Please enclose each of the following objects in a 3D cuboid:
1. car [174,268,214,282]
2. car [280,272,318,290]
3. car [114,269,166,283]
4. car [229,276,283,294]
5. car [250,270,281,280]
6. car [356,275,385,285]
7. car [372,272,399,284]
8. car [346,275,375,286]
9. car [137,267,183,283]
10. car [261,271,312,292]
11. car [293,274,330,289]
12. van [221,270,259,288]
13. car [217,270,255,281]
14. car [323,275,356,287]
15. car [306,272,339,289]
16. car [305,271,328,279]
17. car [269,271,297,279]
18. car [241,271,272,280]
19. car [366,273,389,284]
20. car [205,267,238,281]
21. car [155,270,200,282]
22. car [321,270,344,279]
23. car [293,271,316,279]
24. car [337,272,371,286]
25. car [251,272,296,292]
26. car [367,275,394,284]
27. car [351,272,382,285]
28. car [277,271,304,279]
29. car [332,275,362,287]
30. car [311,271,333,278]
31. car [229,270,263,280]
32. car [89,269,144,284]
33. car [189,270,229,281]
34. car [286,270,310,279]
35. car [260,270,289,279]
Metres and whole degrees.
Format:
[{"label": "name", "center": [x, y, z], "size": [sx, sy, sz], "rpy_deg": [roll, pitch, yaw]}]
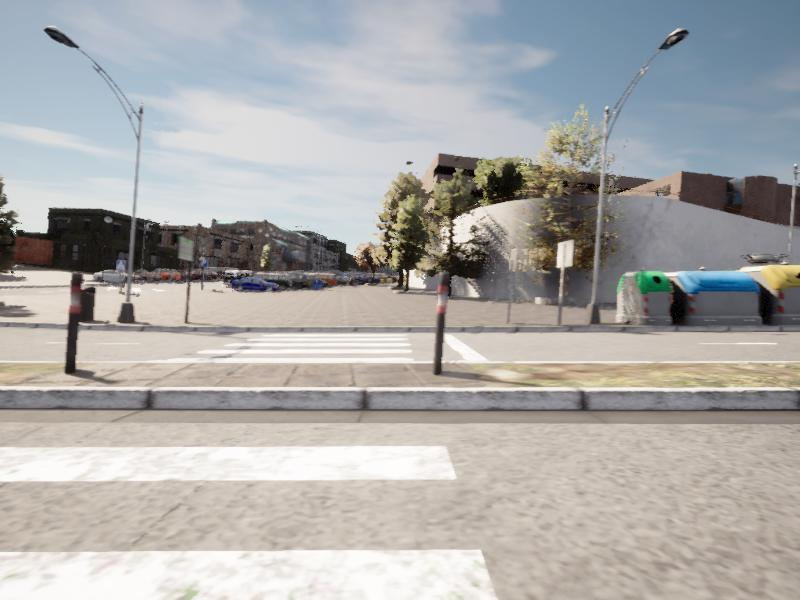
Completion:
[{"label": "car", "center": [-29.233, -3.616, 56.973], "size": [4.553, 1.767, 2.185], "rpy_deg": [2, 5, -6]}, {"label": "car", "center": [-12.963, -2.442, 51.529], "size": [4.442, 1.987, 1.878], "rpy_deg": [3, 5, -4]}, {"label": "car", "center": [-31.448, -2.889, 48.440], "size": [4.792, 1.488, 2.163], "rpy_deg": [2, 4, -6]}, {"label": "car", "center": [-15.403, -1.647, 42.949], "size": [5.008, 1.535, 2.097], "rpy_deg": [3, 5, -4]}, {"label": "car", "center": [-24.823, -4.633, 74.015], "size": [5.008, 1.535, 2.097], "rpy_deg": [2, 4, -5]}, {"label": "car", "center": [-5.682, -3.945, 77.517], "size": [5.366, 1.575, 1.946], "rpy_deg": [3, 5, -5]}, {"label": "car", "center": [-3.134, -4.743, 86.182], "size": [5.566, 2.045, 2.435], "rpy_deg": [3, 4, -5]}, {"label": "car", "center": [-7.060, -3.544, 71.756], "size": [4.892, 1.521, 2.231], "rpy_deg": [3, 5, -5]}, {"label": "car", "center": [-30.706, -3.234, 51.273], "size": [4.553, 1.767, 2.185], "rpy_deg": [2, 5, -6]}, {"label": "car", "center": [-13.720, -2.274, 48.661], "size": [5.566, 2.045, 2.435], "rpy_deg": [3, 5, -4]}, {"label": "car", "center": [-12.038, -2.527, 54.425], "size": [4.553, 1.767, 2.185], "rpy_deg": [3, 5, -4]}, {"label": "van", "center": [-19.729, -2.665, 49.561], "size": [2.069, 2.038, 4.480], "rpy_deg": [4, 5, 15]}, {"label": "car", "center": [-26.864, -4.061, 65.529], "size": [5.366, 1.575, 1.946], "rpy_deg": [2, 4, -5]}, {"label": "car", "center": [-9.493, -2.967, 63.070], "size": [4.892, 1.521, 2.231], "rpy_deg": [3, 5, -4]}, {"label": "car", "center": [-11.041, -2.808, 57.305], "size": [4.442, 1.987, 1.878], "rpy_deg": [3, 5, -4]}, {"label": "car", "center": [-19.519, -5.914, 93.821], "size": [5.008, 1.535, 2.097], "rpy_deg": [2, 4, -5]}, {"label": "car", "center": [-23.307, -5.008, 79.671], "size": [4.892, 1.521, 2.231], "rpy_deg": [2, 5, -5]}, {"label": "car", "center": [-25.534, -4.412, 71.184], "size": [4.792, 1.488, 2.163], "rpy_deg": [2, 4, -5]}, {"label": "car", "center": [-4.595, -4.342, 80.419], "size": [4.442, 1.987, 1.878], "rpy_deg": [3, 4, -5]}, {"label": "car", "center": [-27.899, -4.102, 62.647], "size": [4.442, 1.987, 1.878], "rpy_deg": [2, 5, -5]}, {"label": "car", "center": [-30.036, -3.273, 54.131], "size": [4.792, 1.488, 2.163], "rpy_deg": [2, 5, -6]}, {"label": "car", "center": [-17.248, -6.638, 102.281], "size": [5.566, 2.045, 2.435], "rpy_deg": [2, 4, -5]}, {"label": "car", "center": [-21.052, -5.528, 88.174], "size": [4.674, 1.452, 2.002], "rpy_deg": [2, 4, -5]}, {"label": "car", "center": [-7.817, -3.601, 68.839], "size": [5.566, 2.045, 2.435], "rpy_deg": [3, 5, -5]}, {"label": "car", "center": [-14.423, -2.053, 45.810], "size": [4.442, 1.987, 1.878], "rpy_deg": [3, 5, -4]}, {"label": "car", "center": [-4.137, -4.325, 83.294], "size": [5.366, 1.575, 1.946], "rpy_deg": [3, 5, -5]}, {"label": "car", "center": [-6.228, -3.987, 74.632], "size": [5.566, 2.045, 2.435], "rpy_deg": [3, 5, -5]}, {"label": "car", "center": [-22.555, -5.198, 82.504], "size": [5.008, 1.535, 2.097], "rpy_deg": [2, 5, -5]}, {"label": "car", "center": [-8.652, -3.129, 65.967], "size": [4.792, 1.488, 2.163], "rpy_deg": [3, 5, -4]}, {"label": "car", "center": [-18.768, -6.077, 96.650], "size": [5.008, 1.535, 2.097], "rpy_deg": [2, 4, -5]}, {"label": "car", "center": [-26.315, -4.254, 68.348], "size": [5.008, 1.535, 2.097], "rpy_deg": [2, 4, -5]}, {"label": "car", "center": [-32.212, -2.687, 45.584], "size": [4.674, 1.452, 2.002], "rpy_deg": [2, 4, -6]}, {"label": "car", "center": [-28.537, -3.684, 59.836], "size": [5.008, 1.535, 2.097], "rpy_deg": [2, 4, -6]}, {"label": "car", "center": [-21.770, -5.508, 85.325], "size": [4.553, 1.767, 2.185], "rpy_deg": [2, 5, -5]}, {"label": "car", "center": [-24.062, -4.820, 76.844], "size": [4.892, 1.521, 2.231], "rpy_deg": [2, 5, -5]}]
